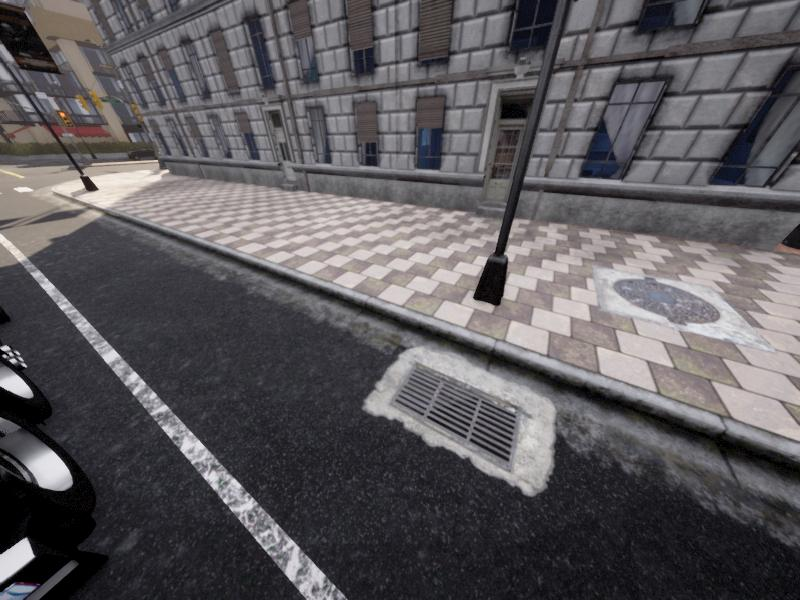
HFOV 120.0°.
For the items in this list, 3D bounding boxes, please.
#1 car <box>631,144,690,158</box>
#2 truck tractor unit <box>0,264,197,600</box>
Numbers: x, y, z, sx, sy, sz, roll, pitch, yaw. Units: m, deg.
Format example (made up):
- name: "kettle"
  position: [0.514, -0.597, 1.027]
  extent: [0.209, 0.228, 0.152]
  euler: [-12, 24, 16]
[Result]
- name: "car"
  position: [37.619, -21.754, 33.564]
  extent: [1.801, 1.575, 5.366]
  euler: [-27, 43, -33]
- name: "truck tractor unit"
  position: [-5.112, -0.300, 0.779]
  extent: [6.516, 4.208, 3.053]
  euler: [18, 39, 24]
